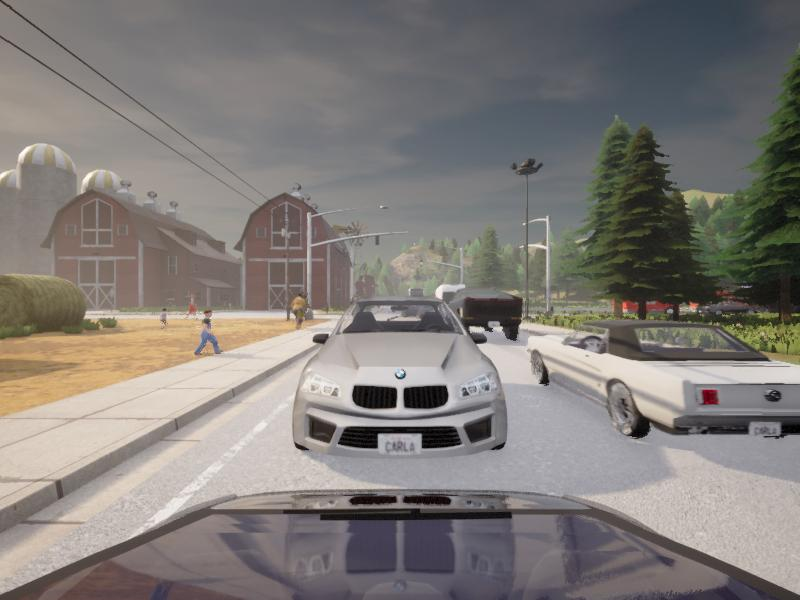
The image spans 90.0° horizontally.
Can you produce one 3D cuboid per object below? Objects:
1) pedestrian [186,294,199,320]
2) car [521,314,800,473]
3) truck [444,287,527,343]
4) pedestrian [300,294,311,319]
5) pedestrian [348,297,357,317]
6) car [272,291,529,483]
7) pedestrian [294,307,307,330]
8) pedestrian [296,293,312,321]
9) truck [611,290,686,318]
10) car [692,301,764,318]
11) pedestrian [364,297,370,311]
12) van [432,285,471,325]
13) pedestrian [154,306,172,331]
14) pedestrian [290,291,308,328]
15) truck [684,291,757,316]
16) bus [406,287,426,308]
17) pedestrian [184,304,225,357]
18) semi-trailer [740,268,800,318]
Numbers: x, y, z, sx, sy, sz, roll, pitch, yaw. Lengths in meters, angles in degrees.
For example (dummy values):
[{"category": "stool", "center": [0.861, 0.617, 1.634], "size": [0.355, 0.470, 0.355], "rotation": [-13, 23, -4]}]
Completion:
[{"category": "pedestrian", "center": [-14.848, 0.483, 28.599], "size": [0.751, 1.860, 0.751], "rotation": [0, 0, -20]}, {"category": "car", "center": [3.499, 0.949, 6.057], "size": [1.895, 1.301, 4.718], "rotation": [0, 0, 0]}, {"category": "truck", "center": [3.484, 0.557, 17.917], "size": [2.390, 2.098, 6.274], "rotation": [0, 0, 0]}, {"category": "pedestrian", "center": [-7.283, 0.486, 30.732], "size": [0.751, 1.860, 0.751], "rotation": [0, 0, -20]}, {"category": "pedestrian", "center": [-4.520, 0.642, 38.018], "size": [0.751, 1.860, 0.751], "rotation": [0, 0, -8]}, {"category": "car", "center": [-0.008, 0.761, 5.796], "size": [2.242, 1.667, 4.611], "rotation": [0, 0, 0]}, {"category": "pedestrian", "center": [-4.804, 0.880, 19.284], "size": [0.500, 1.100, 0.500], "rotation": [0, 0, 4]}, {"category": "pedestrian", "center": [-6.570, 0.484, 27.406], "size": [0.751, 1.860, 0.751], "rotation": [0, 0, 33]}, {"category": "truck", "center": [22.660, 0.355, 36.680], "size": [5.204, 2.467, 2.627], "rotation": [0, 0, -1]}, {"category": "car", "center": [30.111, 0.847, 36.878], "size": [4.902, 1.511, 2.128], "rotation": [0, 0, 0]}, {"category": "pedestrian", "center": [-4.373, 0.526, 53.387], "size": [0.751, 1.860, 0.751], "rotation": [0, 0, -9]}, {"category": "van", "center": [3.484, 0.340, 28.397], "size": [1.988, 2.561, 5.915], "rotation": [0, -1, 0]}, {"category": "pedestrian", "center": [-11.003, 0.856, 18.560], "size": [0.500, 1.100, 0.500], "rotation": [0, 0, 22]}, {"category": "pedestrian", "center": [-5.195, 0.494, 20.626], "size": [0.751, 1.860, 0.751], "rotation": [0, 0, 3]}, {"category": "truck", "center": [32.194, 0.361, 40.327], "size": [5.204, 2.467, 2.627], "rotation": [0, 0, -1]}, {"category": "bus", "center": [3.322, -0.467, 87.181], "size": [3.944, 4.253, 10.273], "rotation": [0, 0, 0]}, {"category": "pedestrian", "center": [-5.040, 0.770, 10.346], "size": [0.751, 1.300, 0.751], "rotation": [0, 0, -8]}, {"category": "semi-trailer", "center": [39.550, -0.617, 36.831], "size": [14.254, 4.402, 2.717], "rotation": [0, 0, 0]}]
